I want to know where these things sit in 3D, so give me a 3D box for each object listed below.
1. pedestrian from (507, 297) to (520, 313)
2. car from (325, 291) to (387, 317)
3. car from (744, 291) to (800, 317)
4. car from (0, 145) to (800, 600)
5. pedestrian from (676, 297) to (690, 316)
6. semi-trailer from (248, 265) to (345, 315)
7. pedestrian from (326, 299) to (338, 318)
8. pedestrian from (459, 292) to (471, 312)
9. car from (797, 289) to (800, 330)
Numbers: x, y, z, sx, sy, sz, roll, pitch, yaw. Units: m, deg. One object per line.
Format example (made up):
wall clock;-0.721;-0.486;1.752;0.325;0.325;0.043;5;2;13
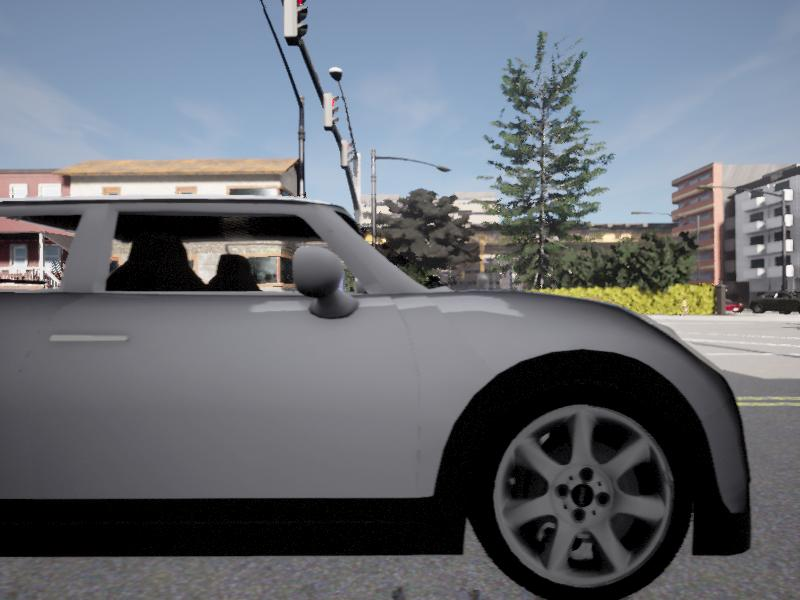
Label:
pedestrian;9.151;0.398;32.240;0.751;1.300;0.751;0;0;-38
car;-3.835;0.319;33.824;5.566;2.045;2.150;-1;0;45
car;26.079;0.234;26.536;2.152;1.651;5.027;0;0;1
car;-0.561;0.275;2.203;3.806;1.475;1.970;0;0;0
pedestrian;16.457;0.375;23.273;0.500;1.100;0.500;0;0;-30
semi-trailer;-11.076;-0.766;41.011;14.254;4.402;2.717;-1;-1;45
pedestrian;-3.990;0.476;23.386;0.500;1.100;0.500;-1;0;34
pedestrian;5.987;0.175;36.725;0.751;1.860;0.751;-1;-1;43
car;15.914;0.303;12.514;1.812;1.442;4.674;0;-1;-32
